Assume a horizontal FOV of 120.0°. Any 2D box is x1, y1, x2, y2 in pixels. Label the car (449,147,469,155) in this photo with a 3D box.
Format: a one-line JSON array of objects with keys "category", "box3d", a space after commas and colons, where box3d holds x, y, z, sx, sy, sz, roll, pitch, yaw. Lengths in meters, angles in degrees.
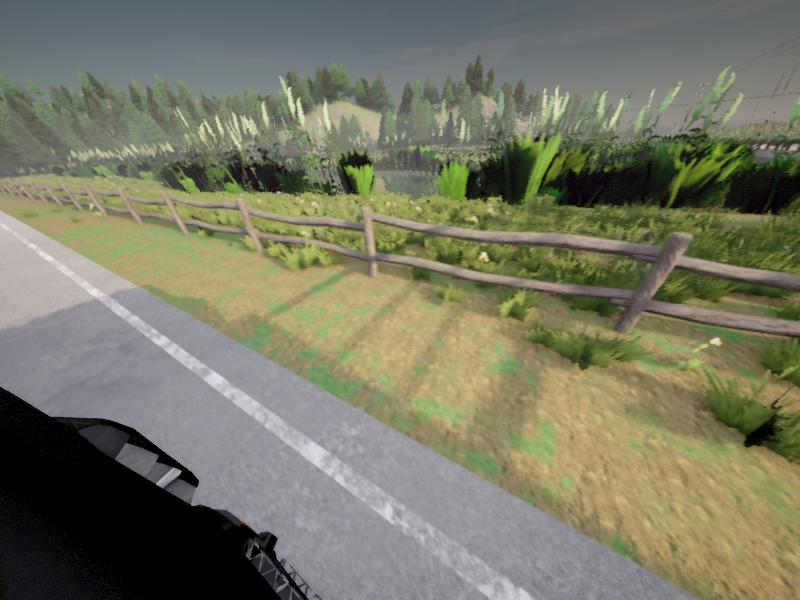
[{"category": "car", "box3d": [13.871, -35.270, 54.570, 4.181, 1.385, 1.994, 16, 38, 27]}]
